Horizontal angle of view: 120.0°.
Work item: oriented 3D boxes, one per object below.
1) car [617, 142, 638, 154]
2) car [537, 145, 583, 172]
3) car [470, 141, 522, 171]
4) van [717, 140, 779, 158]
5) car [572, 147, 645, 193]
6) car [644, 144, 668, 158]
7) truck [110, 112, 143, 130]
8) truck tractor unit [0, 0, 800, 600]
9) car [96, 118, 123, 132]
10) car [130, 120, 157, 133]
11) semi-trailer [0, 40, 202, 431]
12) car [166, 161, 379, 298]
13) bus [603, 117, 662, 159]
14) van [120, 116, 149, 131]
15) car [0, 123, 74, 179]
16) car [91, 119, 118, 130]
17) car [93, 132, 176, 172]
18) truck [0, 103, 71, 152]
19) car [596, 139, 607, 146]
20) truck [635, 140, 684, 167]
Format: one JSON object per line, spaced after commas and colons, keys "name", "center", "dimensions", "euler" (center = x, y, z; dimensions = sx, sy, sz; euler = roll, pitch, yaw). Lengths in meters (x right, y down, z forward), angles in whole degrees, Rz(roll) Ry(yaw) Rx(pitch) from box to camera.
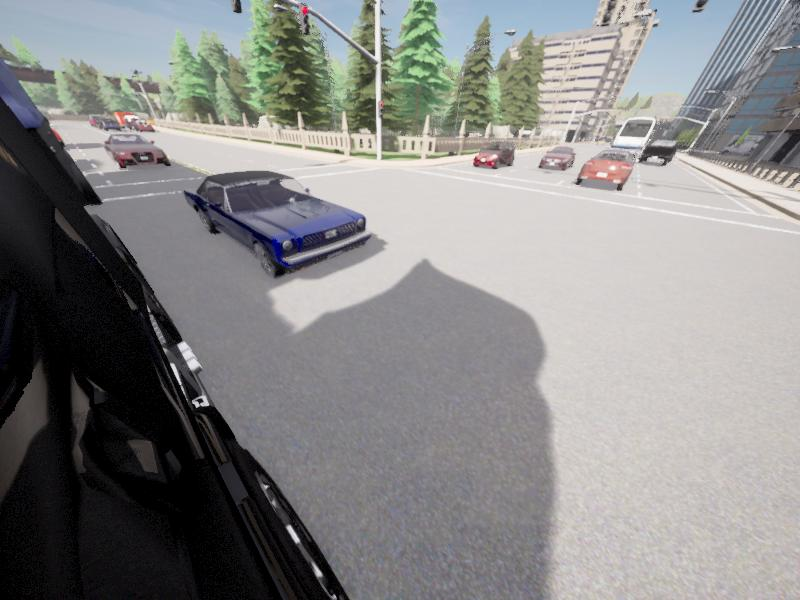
{"name": "car", "center": [39.724, -26.548, 40.320], "dimensions": [2.128, 1.511, 4.902], "euler": [28, 44, 30]}
{"name": "car", "center": [12.732, -11.296, 18.330], "dimensions": [1.812, 1.442, 4.674], "euler": [28, 44, 30]}
{"name": "car", "center": [7.229, -10.909, 17.339], "dimensions": [1.851, 1.617, 3.988], "euler": [30, 45, 31]}
{"name": "van", "center": [70.210, -30.718, 46.897], "dimensions": [6.366, 2.431, 2.351], "euler": [28, 44, 30]}
{"name": "car", "center": [11.771, -7.445, 12.972], "dimensions": [2.152, 1.651, 5.027], "euler": [29, 44, 31]}
{"name": "car", "center": [39.306, -22.987, 35.564], "dimensions": [1.816, 1.474, 4.193], "euler": [28, 44, 30]}
{"name": "truck", "center": [-51.620, -33.813, 43.634], "dimensions": [5.204, 2.467, 2.627], "euler": [28, 44, 30]}
{"name": "truck tractor unit", "center": [-2.645, -0.295, 0.351], "dimensions": [6.516, 4.208, 3.053], "euler": [28, 44, 30]}
{"name": "car", "center": [-46.086, -27.782, 36.631], "dimensions": [3.988, 1.617, 1.851], "euler": [28, 44, 30]}
{"name": "car", "center": [-41.537, -28.045, 37.369], "dimensions": [3.806, 1.475, 1.970], "euler": [28, 43, 30]}
{"name": "semi-trailer", "center": [-8.709, -3.591, 4.226], "dimensions": [14.254, 4.402, 2.717], "euler": [28, 44, 30]}
{"name": "car", "center": [-2.834, -1.930, 4.977], "dimensions": [4.718, 1.301, 1.895], "euler": [28, 44, 30]}
{"name": "bus", "center": [33.098, -23.187, 33.131], "dimensions": [3.944, 4.253, 10.273], "euler": [28, 44, 30]}
{"name": "van", "center": [-46.314, -30.814, 40.309], "dimensions": [4.480, 2.038, 2.069], "euler": [28, 44, 30]}
{"name": "car", "center": [-17.090, -6.913, 10.477], "dimensions": [5.238, 1.638, 1.930], "euler": [28, 44, 30]}
{"name": "car", "center": [-51.268, -30.449, 40.057], "dimensions": [5.357, 1.411, 2.033], "euler": [28, 44, 30]}
{"name": "car", "center": [-14.194, -7.999, 12.333], "dimensions": [4.181, 1.385, 1.994], "euler": [28, 44, 30]}
{"name": "truck", "center": [-26.297, -12.144, 16.219], "dimensions": [5.204, 2.467, 2.627], "euler": [28, 44, 30]}
{"name": "car", "center": [60.778, -47.504, 69.601], "dimensions": [1.801, 1.575, 5.366], "euler": [28, 44, 30]}
{"name": "truck", "center": [27.782, -15.771, 24.688], "dimensions": [6.274, 2.098, 2.390], "euler": [-28, 47, -34]}
